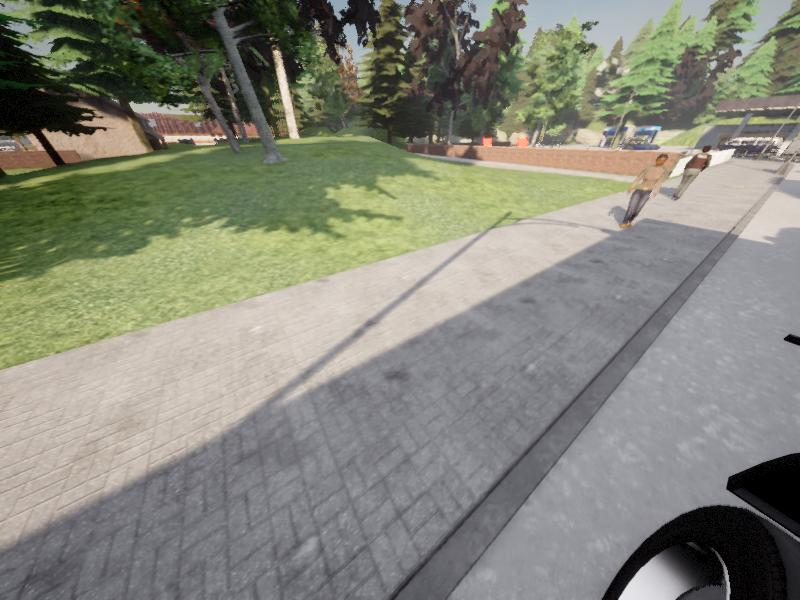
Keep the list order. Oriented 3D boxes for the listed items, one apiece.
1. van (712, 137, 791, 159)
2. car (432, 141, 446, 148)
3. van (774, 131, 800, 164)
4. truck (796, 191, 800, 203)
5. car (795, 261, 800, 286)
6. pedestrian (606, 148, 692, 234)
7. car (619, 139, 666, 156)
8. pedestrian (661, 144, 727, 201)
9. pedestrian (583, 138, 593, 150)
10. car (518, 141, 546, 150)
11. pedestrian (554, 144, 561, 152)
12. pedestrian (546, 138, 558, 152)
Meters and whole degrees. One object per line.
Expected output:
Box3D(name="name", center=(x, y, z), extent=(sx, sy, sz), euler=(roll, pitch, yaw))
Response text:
Box3D(name="van", center=(42.518, -18.561, 28.135), extent=(2.069, 2.038, 4.480), euler=(-11, 37, -18))
Box3D(name="car", center=(11.263, -45.131, 66.927), extent=(1.816, 1.474, 4.193), euler=(-21, 40, -27))
Box3D(name="van", center=(38.862, -13.614, 20.715), extent=(1.988, 2.561, 5.915), euler=(13, 37, 15))
Box3D(name="truck", center=(19.125, -5.247, 9.054), extent=(5.204, 2.467, 2.627), euler=(-22, 40, -27))
Box3D(name="car", center=(9.567, -1.038, 4.119), extent=(4.181, 1.385, 1.994), euler=(-21, 40, -27))
Box3D(name="pedestrian", center=(6.314, -2.801, 5.997), extent=(0.751, 1.860, 0.751), euler=(25, 43, 32))
Box3D(name="car", center=(34.390, -21.768, 32.876), extent=(1.905, 1.878, 3.866), euler=(-21, 40, -27))
Box3D(name="pedestrian", center=(11.390, -4.962, 9.020), extent=(0.751, 1.860, 0.751), euler=(-23, 41, -28))
Box3D(name="pedestrian", center=(36.766, -30.533, 45.128), extent=(0.751, 1.860, 0.751), euler=(-25, 42, -31))
Box3D(name="car", center=(27.134, -31.847, 47.618), extent=(1.812, 1.442, 4.674), euler=(-22, 41, -27))
Box3D(name="pedestrian", center=(25.335, -24.408, 37.156), extent=(0.500, 1.100, 0.500), euler=(-23, 41, -29))
Box3D(name="pedestrian", center=(24.504, -24.911, 37.216), extent=(0.751, 1.860, 0.751), euler=(-22, 41, -28))
